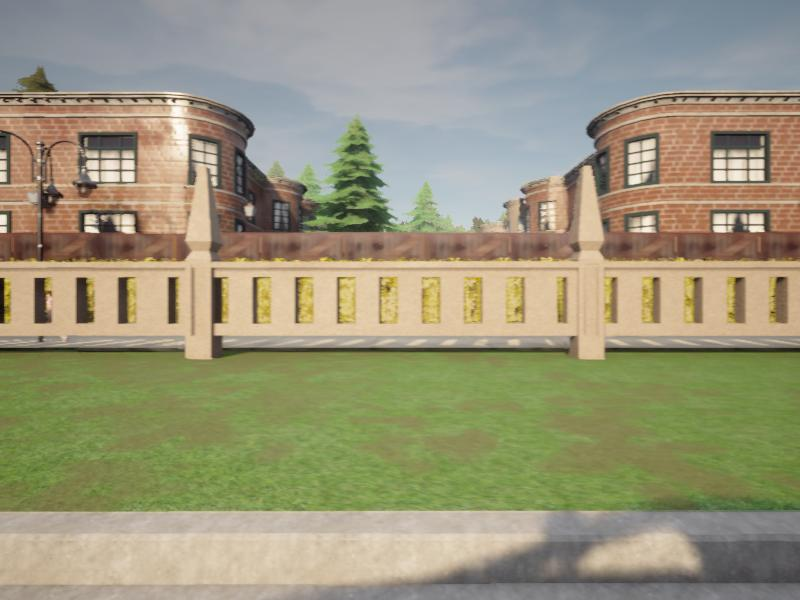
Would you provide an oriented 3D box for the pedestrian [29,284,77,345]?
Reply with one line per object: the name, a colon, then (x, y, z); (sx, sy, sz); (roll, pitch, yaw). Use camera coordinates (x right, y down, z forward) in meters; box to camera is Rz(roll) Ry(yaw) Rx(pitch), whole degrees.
pedestrian: (-6.541, 0.268, 7.560); (0.500, 1.100, 0.500); (0, 0, -11)
